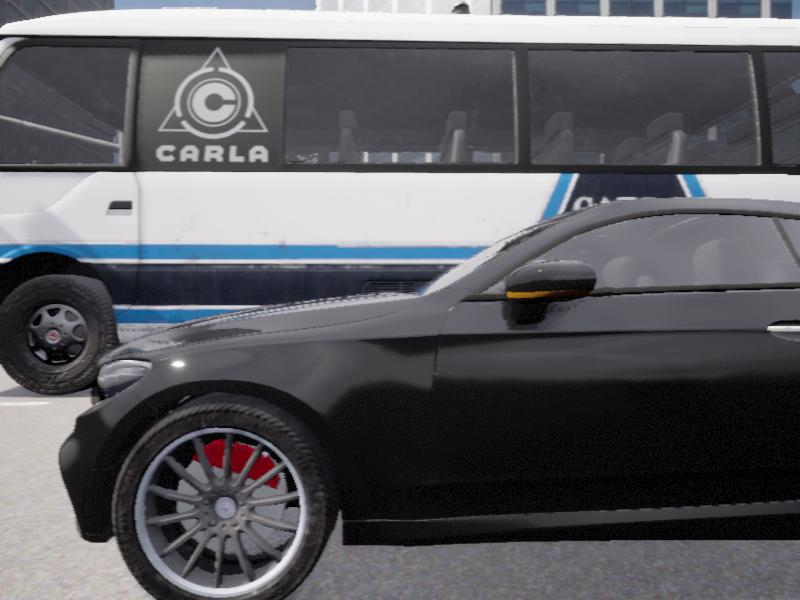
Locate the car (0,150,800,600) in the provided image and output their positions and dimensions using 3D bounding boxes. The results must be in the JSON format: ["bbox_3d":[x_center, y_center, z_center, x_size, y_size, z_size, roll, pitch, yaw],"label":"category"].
[{"bbox_3d":[0.993,0.270,2.136,4.674,1.442,1.812,0,0,-1],"label":"car"}]

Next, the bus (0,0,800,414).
[{"bbox_3d":[-0.081,-1.133,5.502,10.273,4.253,3.944,0,0,-1],"label":"bus"}]
